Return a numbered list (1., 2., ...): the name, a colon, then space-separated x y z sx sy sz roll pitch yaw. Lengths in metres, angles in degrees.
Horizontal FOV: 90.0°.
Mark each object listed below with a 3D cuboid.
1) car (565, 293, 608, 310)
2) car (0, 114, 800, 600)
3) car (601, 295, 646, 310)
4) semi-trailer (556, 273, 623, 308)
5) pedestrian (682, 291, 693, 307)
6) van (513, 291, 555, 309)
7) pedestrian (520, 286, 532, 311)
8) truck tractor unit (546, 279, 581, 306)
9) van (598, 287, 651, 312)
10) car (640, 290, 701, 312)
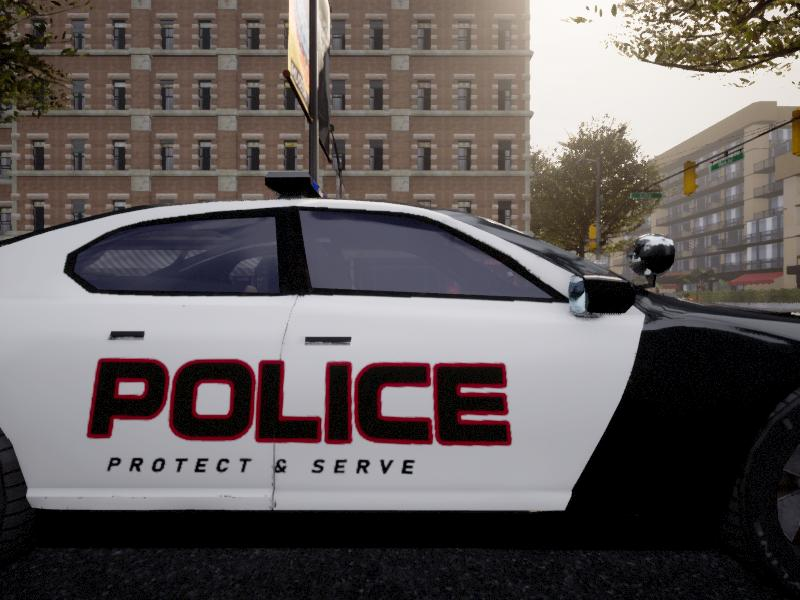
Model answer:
1. car: 19.468 0.180 41.974 2.152 1.651 5.027 0 0 0
2. car: -0.057 0.226 2.190 4.974 1.542 2.038 0 0 0
3. car: 22.968 0.244 41.298 1.837 1.490 4.892 0 0 0
4. semi-trailer: 26.378 -1.222 56.902 2.717 4.402 14.254 0 0 0
5. pedestrian: 35.601 -0.116 49.529 0.751 1.860 0.751 0 0 2
6. van: 15.893 -0.002 47.523 4.442 1.987 1.775 0 0 38
7. pedestrian: 9.813 -0.115 31.203 0.751 1.860 0.751 0 0 0
8. truck tractor unit: 26.357 -1.128 64.821 3.053 4.208 6.516 0 0 0
9. van: 19.501 -0.029 35.025 2.069 2.038 4.480 0 0 0
10. car: 23.006 0.094 34.242 2.097 1.767 4.553 0 0 0
